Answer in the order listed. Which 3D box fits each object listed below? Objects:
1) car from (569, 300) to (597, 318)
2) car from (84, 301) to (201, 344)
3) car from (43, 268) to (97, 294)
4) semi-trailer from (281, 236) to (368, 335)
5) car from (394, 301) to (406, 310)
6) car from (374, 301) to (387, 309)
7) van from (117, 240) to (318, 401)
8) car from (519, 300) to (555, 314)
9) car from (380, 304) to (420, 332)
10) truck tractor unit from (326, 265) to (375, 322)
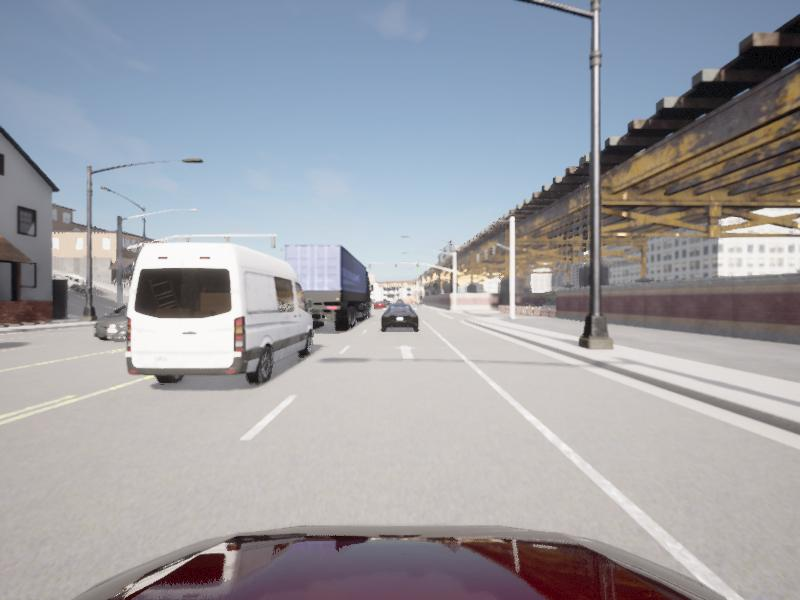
[{"bbox_3d":[16.729,0.790,36.448,2.038,1.542,4.974,0,0,29],"label":"car"},{"bbox_3d":[-10.502,0.825,16.816,2.007,1.525,4.514,0,0,0],"label":"car"},{"bbox_3d":[-34.826,-1.964,42.343,3.806,1.475,1.970,20,0,-1],"label":"car"},{"bbox_3d":[-3.897,-0.622,24.862,2.717,4.402,14.254,0,0,0],"label":"semi-trailer"},{"bbox_3d":[-0.010,0.858,65.584,1.812,1.442,4.674,0,0,0],"label":"car"},{"bbox_3d":[-3.512,0.839,72.099,2.163,1.488,4.792,0,0,0],"label":"car"},{"bbox_3d":[-3.502,0.320,9.319,1.988,2.561,5.915,0,0,0],"label":"van"},{"bbox_3d":[15.927,0.788,46.423,2.038,1.542,4.974,0,0,44],"label":"car"},{"bbox_3d":[-0.003,0.903,21.852,1.994,1.385,4.181,0,0,0],"label":"car"},{"bbox_3d":[-3.874,-0.529,32.772,3.053,4.208,6.516,0,0,1],"label":"truck tractor unit"}]
